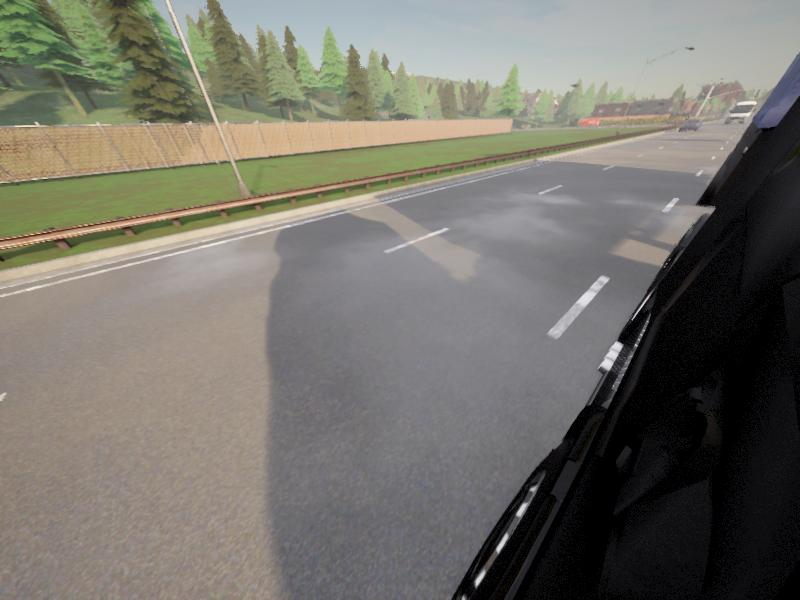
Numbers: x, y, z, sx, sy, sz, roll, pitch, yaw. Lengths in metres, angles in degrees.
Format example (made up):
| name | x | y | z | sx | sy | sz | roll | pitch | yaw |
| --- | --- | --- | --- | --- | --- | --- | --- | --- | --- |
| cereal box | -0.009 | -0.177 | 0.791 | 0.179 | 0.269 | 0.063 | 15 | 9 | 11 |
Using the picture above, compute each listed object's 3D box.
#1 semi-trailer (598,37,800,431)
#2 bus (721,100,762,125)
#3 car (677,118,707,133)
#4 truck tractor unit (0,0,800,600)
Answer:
| name | x | y | z | sx | sy | sz | roll | pitch | yaw |
| --- | --- | --- | --- | --- | --- | --- | --- | --- | --- |
| semi-trailer | 8.700 | -3.587 | 4.249 | 14.254 | 4.402 | 2.717 | -28 | 43 | -30 |
| bus | 84.329 | -46.159 | 57.076 | 10.273 | 4.253 | 3.944 | -28 | 43 | -30 |
| car | 47.312 | -28.369 | 37.471 | 4.553 | 1.767 | 2.097 | -28 | 43 | -30 |
| truck tractor unit | 2.645 | -0.295 | 0.351 | 6.516 | 4.208 | 3.053 | -28 | 44 | -30 |
